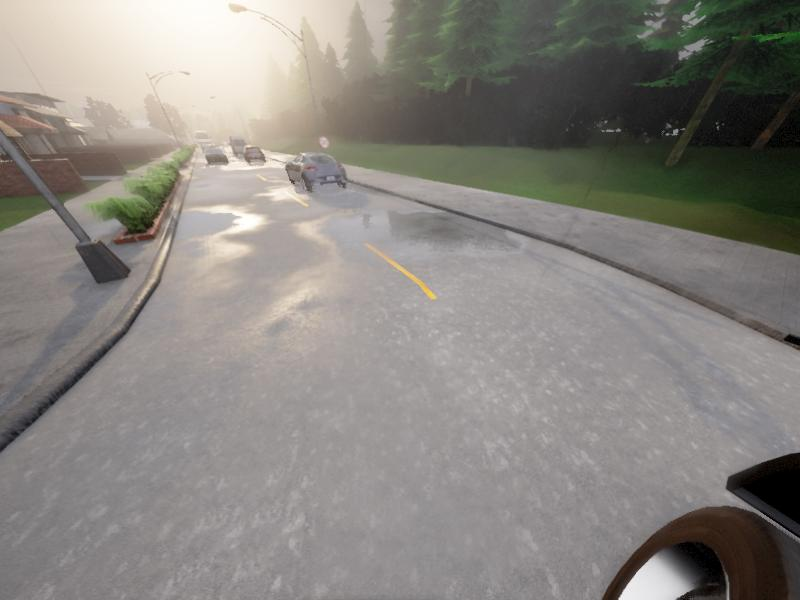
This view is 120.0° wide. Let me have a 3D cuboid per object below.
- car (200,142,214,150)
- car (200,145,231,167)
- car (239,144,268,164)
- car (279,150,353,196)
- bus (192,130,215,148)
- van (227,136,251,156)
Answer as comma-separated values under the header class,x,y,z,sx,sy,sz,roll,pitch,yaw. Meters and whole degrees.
class,x,y,z,sx,sy,sz,roll,pitch,yaw
car,-49.653,-39.604,59.399,2.152,1.651,5.027,-22,41,-28
car,-19.379,-15.214,24.250,1.930,1.638,5.238,-21,41,-27
car,-17.235,-17.185,27.043,2.033,1.649,4.856,-21,40,-26
car,-4.741,-7.153,12.694,2.152,1.651,5.027,-22,40,-27
bus,-61.588,-50.592,72.568,3.944,4.253,10.273,-22,41,-28
van,-25.910,-24.749,37.066,1.988,2.561,5.915,-22,41,-28
